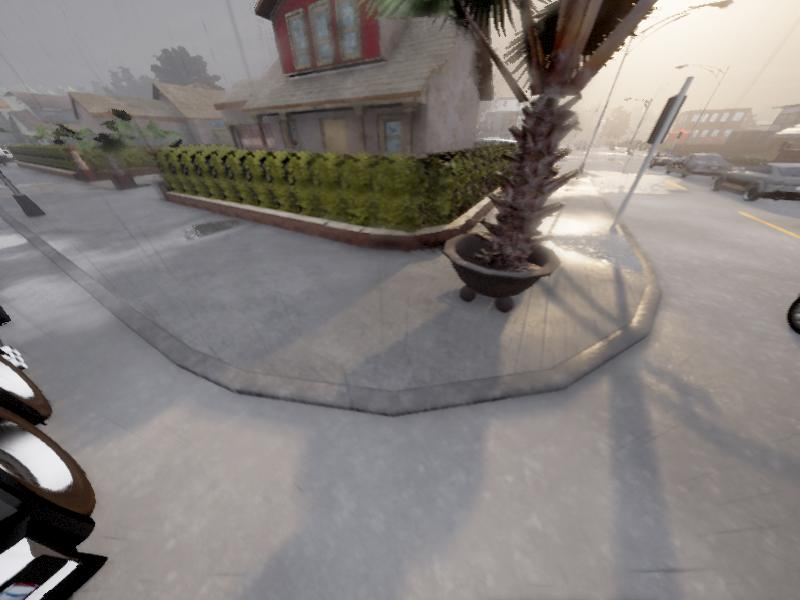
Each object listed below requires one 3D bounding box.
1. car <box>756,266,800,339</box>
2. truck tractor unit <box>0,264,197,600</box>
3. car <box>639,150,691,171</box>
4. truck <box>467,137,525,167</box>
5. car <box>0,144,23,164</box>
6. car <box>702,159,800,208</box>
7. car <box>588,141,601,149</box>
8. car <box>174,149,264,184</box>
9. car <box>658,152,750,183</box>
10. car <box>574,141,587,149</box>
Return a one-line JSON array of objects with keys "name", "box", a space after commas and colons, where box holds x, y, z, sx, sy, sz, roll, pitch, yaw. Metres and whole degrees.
[{"name": "car", "box": [5.805, 0.808, 1.220, 2.097, 1.767, 4.553, 15, 38, 21]}, {"name": "truck tractor unit", "box": [-5.112, -0.298, 0.786, 6.516, 4.208, 3.053, 18, 39, 24]}, {"name": "car", "box": [23.720, -12.727, 20.943, 1.895, 1.301, 4.718, 19, 39, 25]}, {"name": "truck", "box": [9.150, -14.282, 22.182, 4.478, 2.038, 2.069, 20, 40, 23]}, {"name": "car", "box": [-52.209, -17.922, 28.474, 2.150, 2.045, 5.566, 26, 42, 32]}, {"name": "car", "box": [16.370, -5.312, 10.291, 1.994, 1.385, 4.181, 16, 38, 22]}, {"name": "car", "box": [56.252, -44.960, 66.930, 2.152, 1.651, 5.027, 18, 39, 24]}, {"name": "car", "box": [-10.743, -8.242, 14.076, 1.845, 1.501, 3.633, 16, 38, 22]}, {"name": "car", "box": [20.363, -9.243, 15.881, 2.033, 1.411, 5.357, 18, 39, 24]}, {"name": "car", "box": [45.909, -39.373, 58.732, 1.930, 1.638, 5.238, 18, 39, 24]}]
